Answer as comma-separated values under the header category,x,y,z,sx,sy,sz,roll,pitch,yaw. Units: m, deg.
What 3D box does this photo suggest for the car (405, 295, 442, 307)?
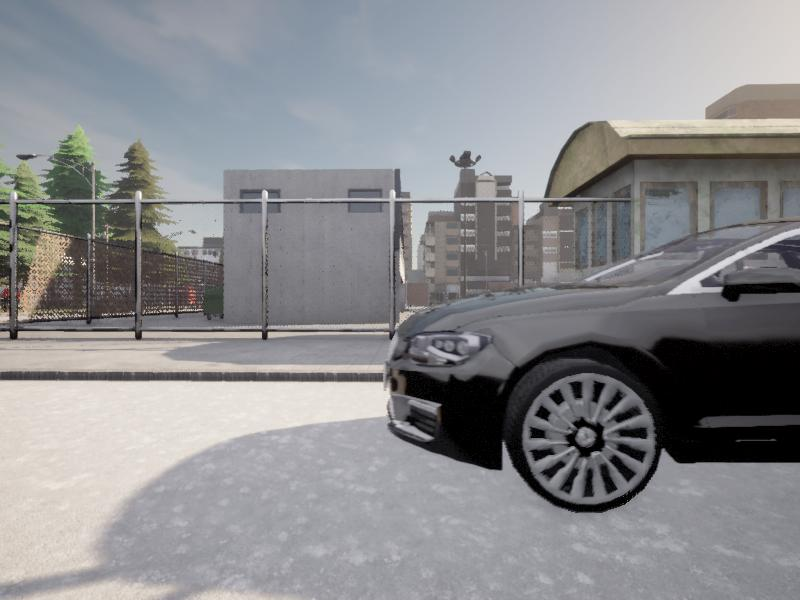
category,x,y,z,sx,sy,sz,roll,pitch,yaw
car,3.273,0.171,56.275,5.238,1.638,1.930,0,0,2

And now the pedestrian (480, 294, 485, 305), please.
category,x,y,z,sx,sy,sz,roll,pitch,yaw
pedestrian,13.144,-0.067,63.933,0.751,1.860,0.751,0,0,5

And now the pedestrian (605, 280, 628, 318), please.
category,x,y,z,sx,sy,sz,roll,pitch,yaw
pedestrian,10.870,-0.064,20.100,0.751,1.860,0.751,0,0,-12

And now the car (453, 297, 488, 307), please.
category,x,y,z,sx,sy,sz,roll,pitch,yaw
car,9.808,0.270,56.091,4.674,1.442,1.812,0,0,1

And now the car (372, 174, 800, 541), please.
category,x,y,z,sx,sy,sz,roll,pitch,yaw
car,2.355,0.237,2.693,4.902,1.511,2.128,0,0,1

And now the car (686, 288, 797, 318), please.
category,x,y,z,sx,sy,sz,roll,pitch,yaw
car,17.629,0.159,20.794,4.193,1.474,1.816,0,0,1
